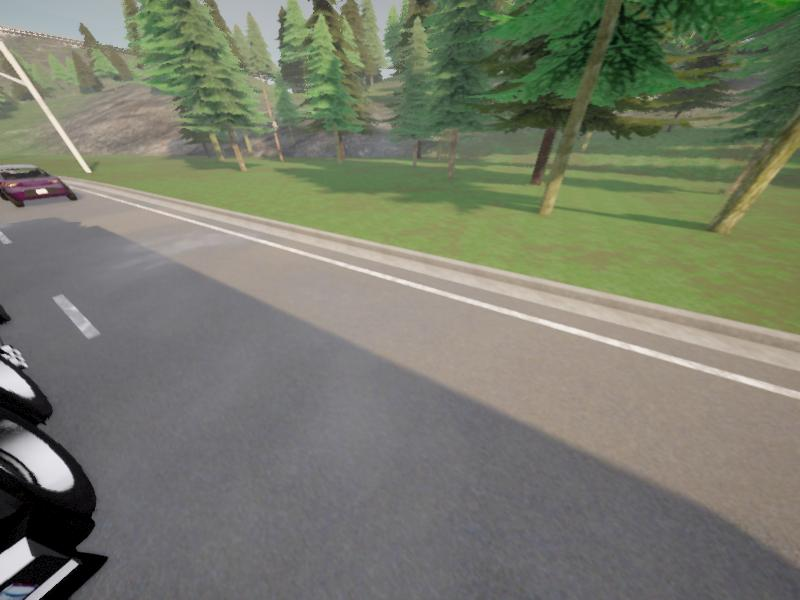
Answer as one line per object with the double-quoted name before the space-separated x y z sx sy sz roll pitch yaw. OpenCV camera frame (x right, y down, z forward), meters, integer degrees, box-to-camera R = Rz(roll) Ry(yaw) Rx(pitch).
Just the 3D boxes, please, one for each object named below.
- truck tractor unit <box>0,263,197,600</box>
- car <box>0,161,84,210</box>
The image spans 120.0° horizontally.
"truck tractor unit" -5.114 -0.297 0.785 6.516 4.208 3.053 18 39 24
"car" -16.942 -5.315 10.491 4.193 1.474 1.816 18 39 24
